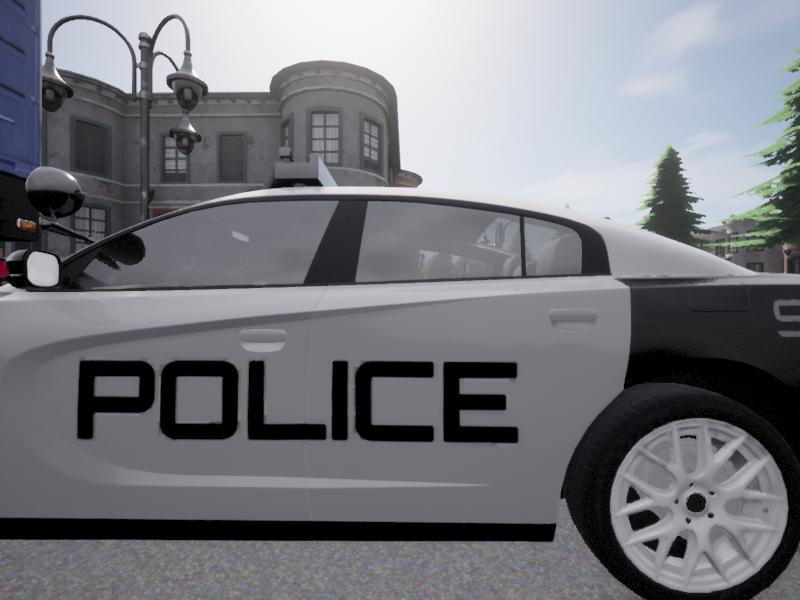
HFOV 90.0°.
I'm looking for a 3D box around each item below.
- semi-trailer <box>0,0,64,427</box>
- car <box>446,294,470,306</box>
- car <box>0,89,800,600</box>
[{"bbox_3d":[-10.202,-1.218,2.398,14.254,4.402,2.717,0,0,1],"label":"semi-trailer"},{"bbox_3d":[10.233,-0.067,71.061,2.150,2.045,5.566,0,0,-15],"label":"car"},{"bbox_3d":[-0.593,0.180,2.209,5.238,1.638,1.930,0,0,1],"label":"car"}]
